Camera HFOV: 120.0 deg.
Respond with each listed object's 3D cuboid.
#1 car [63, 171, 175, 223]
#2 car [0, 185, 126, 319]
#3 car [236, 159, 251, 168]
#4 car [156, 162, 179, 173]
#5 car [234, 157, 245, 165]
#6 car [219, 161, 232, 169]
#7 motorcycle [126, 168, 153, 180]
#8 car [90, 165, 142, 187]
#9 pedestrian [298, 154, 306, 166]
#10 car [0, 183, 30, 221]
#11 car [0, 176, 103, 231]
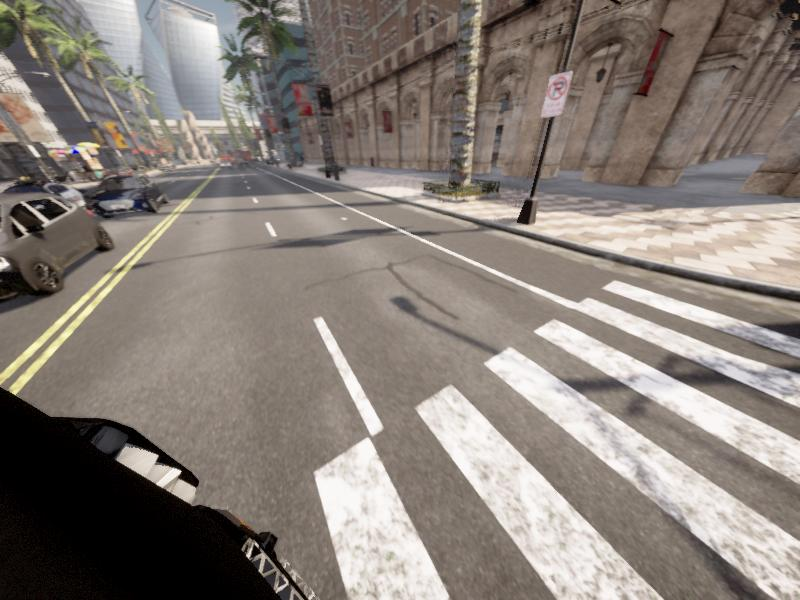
[{"bbox_3d":[-13.592,-5.408,11.695,2.033,1.649,4.856,-20,37,-25],"label":"car"},{"bbox_3d":[-8.673,-1.217,4.925,2.242,1.667,4.611,-20,37,-25],"label":"car"},{"bbox_3d":[-36.034,-31.460,53.165,2.128,1.511,4.902,-21,37,-26],"label":"car"},{"bbox_3d":[-47.448,-27.118,47.208,2.231,1.521,4.892,-21,37,-26],"label":"car"},{"bbox_3d":[-48.766,-42.237,70.166,2.097,1.767,4.553,-18,36,-23],"label":"car"},{"bbox_3d":[-37.636,-29.160,49.883,1.895,1.301,4.718,-21,37,-26],"label":"car"},{"bbox_3d":[-35.546,-17.205,31.556,0.764,1.277,2.356,-3,33,-1],"label":"motorcycle"},{"bbox_3d":[-31.749,-14.112,26.058,2.185,1.767,4.553,-21,37,-26],"label":"car"},{"bbox_3d":[-17.873,-25.582,42.272,0.751,1.860,0.751,-18,36,-23],"label":"pedestrian"},{"bbox_3d":[-20.257,-4.084,10.255,2.163,1.488,4.792,-21,37,-26],"label":"car"},{"bbox_3d":[-17.128,-4.754,11.012,2.038,1.542,4.974,-20,38,-25],"label":"car"}]
